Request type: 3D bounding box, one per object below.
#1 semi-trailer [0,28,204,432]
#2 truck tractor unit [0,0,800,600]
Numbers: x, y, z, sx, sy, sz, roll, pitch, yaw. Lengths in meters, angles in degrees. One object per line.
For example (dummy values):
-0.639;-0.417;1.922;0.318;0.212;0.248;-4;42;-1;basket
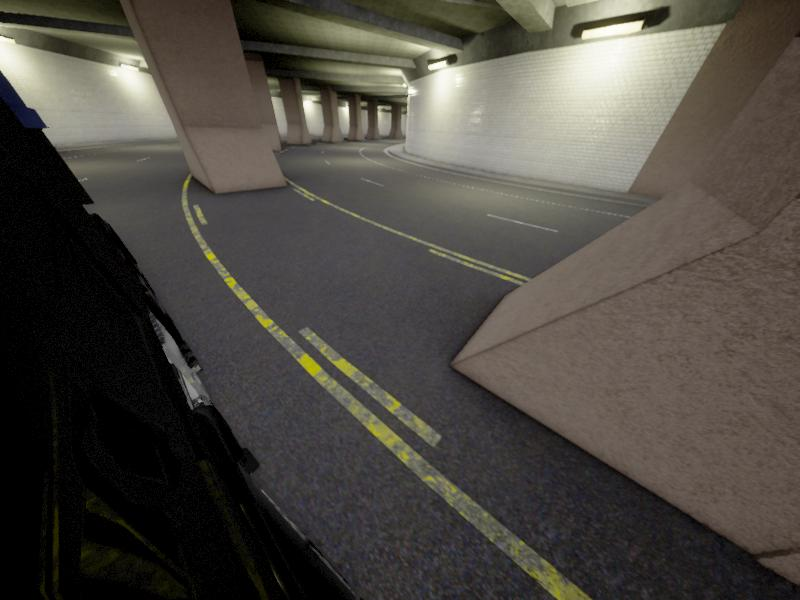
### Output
-8.819;-3.529;4.093;14.254;4.402;2.717;27;43;28;semi-trailer
-2.645;-0.295;0.351;6.516;4.208;3.053;28;44;30;truck tractor unit
